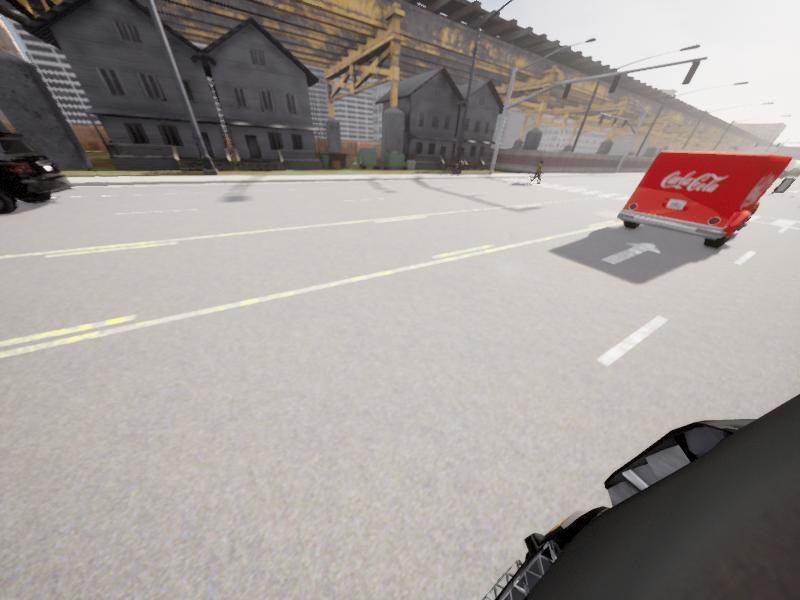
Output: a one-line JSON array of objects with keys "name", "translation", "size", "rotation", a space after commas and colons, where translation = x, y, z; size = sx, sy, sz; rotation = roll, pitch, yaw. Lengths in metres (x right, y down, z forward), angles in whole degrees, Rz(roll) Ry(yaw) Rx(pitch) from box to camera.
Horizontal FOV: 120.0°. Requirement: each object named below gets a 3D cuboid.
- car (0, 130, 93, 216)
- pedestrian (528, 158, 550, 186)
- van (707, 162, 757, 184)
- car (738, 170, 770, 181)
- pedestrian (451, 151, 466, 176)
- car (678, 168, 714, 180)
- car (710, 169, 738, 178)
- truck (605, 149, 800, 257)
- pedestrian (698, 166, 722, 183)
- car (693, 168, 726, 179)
[{"name": "car", "translation": [-13.369, -3.407, 6.135], "size": [5.566, 2.045, 2.150], "rotation": [-16, 38, -26]}, {"name": "pedestrian", "translation": [11.087, -10.214, 18.465], "size": [0.751, 1.860, 0.751], "rotation": [-22, 41, -33]}, {"name": "van", "translation": [47.387, -18.229, 32.979], "size": [6.366, 2.431, 2.351], "rotation": [-16, 38, -26]}, {"name": "car", "translation": [62.785, -22.087, 40.956], "size": [5.357, 1.411, 2.033], "rotation": [-16, 38, -26]}, {"name": "pedestrian", "translation": [5.284, -12.443, 21.064], "size": [0.751, 1.860, 0.751], "rotation": [-9, 36, -18]}, {"name": "car", "translation": [46.046, -19.665, 35.959], "size": [5.357, 1.411, 2.033], "rotation": [-16, 38, -26]}, {"name": "car", "translation": [60.851, -23.768, 43.346], "size": [4.181, 1.385, 1.994], "rotation": [-15, 38, -25]}, {"name": "truck", "translation": [10.361, -3.513, 7.840], "size": [5.204, 2.467, 2.627], "rotation": [-15, 38, -25]}, {"name": "pedestrian", "translation": [38.962, -15.744, 29.032], "size": [0.751, 1.860, 0.751], "rotation": [-6, 35, -13]}, {"name": "car", "translation": [52.604, -21.489, 39.230], "size": [5.357, 1.411, 2.033], "rotation": [-16, 38, -26]}]
